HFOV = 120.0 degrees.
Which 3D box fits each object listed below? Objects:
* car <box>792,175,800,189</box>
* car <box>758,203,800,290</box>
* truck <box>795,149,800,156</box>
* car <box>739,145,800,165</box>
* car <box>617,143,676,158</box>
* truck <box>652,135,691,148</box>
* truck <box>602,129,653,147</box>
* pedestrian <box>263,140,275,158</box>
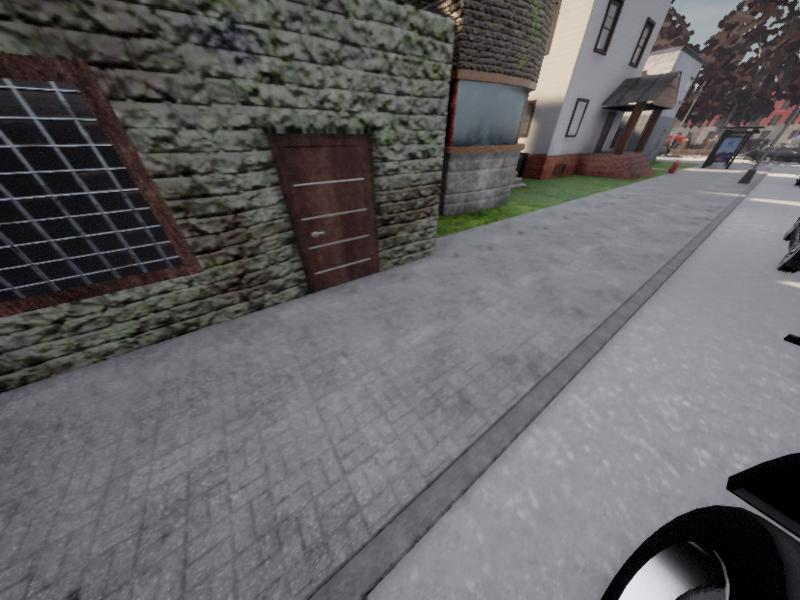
[{"bbox_3d":[22.692,-6.808,11.823,4.605,1.855,1.932,-21,40,-28],"label":"car"},{"bbox_3d":[9.493,-1.323,4.430,4.902,1.511,2.128,-22,41,-28],"label":"car"},{"bbox_3d":[56.520,-20.819,31.001,5.204,2.467,2.627,-22,41,-28],"label":"truck"},{"bbox_3d":[37.184,-13.883,22.119,4.892,1.490,1.837,23,42,30],"label":"car"},{"bbox_3d":[32.909,-20.132,31.002,2.128,1.511,4.902,-22,41,-28],"label":"car"},{"bbox_3d":[66.208,-38.728,56.378,2.627,2.467,5.204,-23,41,-28],"label":"truck"},{"bbox_3d":[60.950,-43.586,62.134,2.891,3.827,8.468,-22,41,-28],"label":"truck"},{"bbox_3d":[-16.934,-19.512,29.896,0.751,1.860,0.751,-20,40,-26],"label":"pedestrian"}]
